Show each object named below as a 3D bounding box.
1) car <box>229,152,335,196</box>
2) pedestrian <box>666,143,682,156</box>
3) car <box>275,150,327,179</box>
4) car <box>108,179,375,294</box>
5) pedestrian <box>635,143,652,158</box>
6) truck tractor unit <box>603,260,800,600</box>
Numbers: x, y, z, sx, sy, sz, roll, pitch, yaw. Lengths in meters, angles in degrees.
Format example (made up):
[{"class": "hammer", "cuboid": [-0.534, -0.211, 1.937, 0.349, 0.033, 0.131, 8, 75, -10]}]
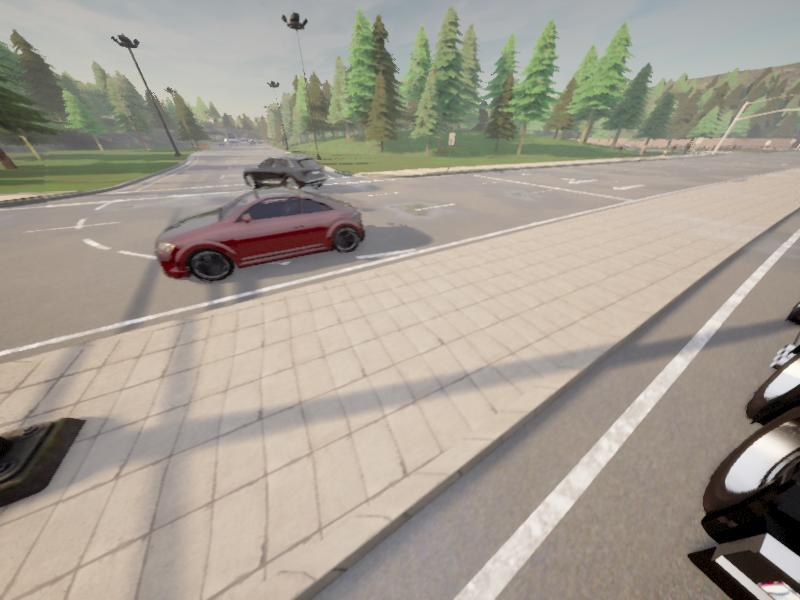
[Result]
[{"class": "car", "cuboid": [-6.252, -6.866, 12.410, 4.856, 1.649, 2.033, 14, 38, 20]}, {"class": "pedestrian", "cuboid": [44.364, -24.388, 37.440, 0.751, 1.860, 0.751, -12, 37, -17]}, {"class": "car", "cuboid": [-7.544, -10.329, 17.462, 2.038, 1.542, 4.974, -22, 40, -29]}, {"class": "car", "cuboid": [-2.935, -1.759, 5.315, 4.181, 1.385, 1.994, -18, 39, -25]}, {"class": "pedestrian", "cuboid": [35.164, -21.604, 33.371, 0.751, 1.860, 0.751, -17, 38, -23]}, {"class": "truck tractor unit", "cuboid": [5.101, -0.312, 0.793, 6.516, 4.208, 3.053, -19, 39, -24]}]
